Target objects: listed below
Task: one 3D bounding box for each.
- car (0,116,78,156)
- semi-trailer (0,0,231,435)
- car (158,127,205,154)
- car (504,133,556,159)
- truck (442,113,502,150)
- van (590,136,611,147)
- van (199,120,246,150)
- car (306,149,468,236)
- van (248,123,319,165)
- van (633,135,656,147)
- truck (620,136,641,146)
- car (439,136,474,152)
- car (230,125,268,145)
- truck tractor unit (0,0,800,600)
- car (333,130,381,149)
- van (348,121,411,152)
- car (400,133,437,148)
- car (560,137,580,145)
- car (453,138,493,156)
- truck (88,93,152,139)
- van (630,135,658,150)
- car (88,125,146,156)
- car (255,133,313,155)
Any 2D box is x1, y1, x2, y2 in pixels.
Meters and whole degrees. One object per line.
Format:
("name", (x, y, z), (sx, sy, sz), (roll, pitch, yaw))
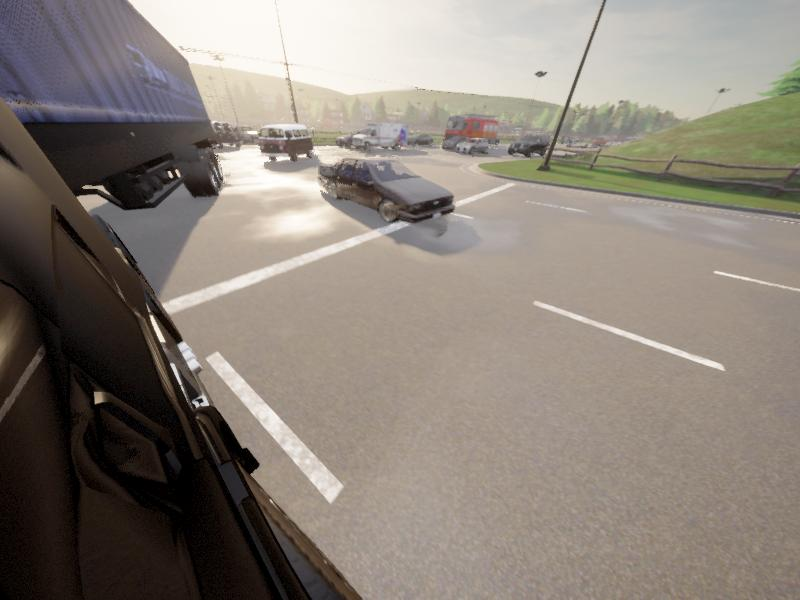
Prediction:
("car", (-23.343, -10.682, 14.983), (1.932, 1.855, 4.605), (-29, 46, -34))
("semi-trailer", (-6.874, -4.428, 5.441), (2.717, 4.402, 14.254), (-16, 41, -22))
("car", (-17.229, -12.604, 18.218), (1.816, 1.474, 4.193), (-29, 47, -34))
("car", (14.076, -16.694, 24.952), (5.566, 2.045, 2.150), (-24, 44, -31))
("truck", (10.137, -23.667, 32.533), (8.468, 3.827, 2.891), (-24, 44, -31))
("van", (45.845, -36.239, 52.816), (4.442, 1.987, 1.775), (-25, 45, -30))
("van", (-16.665, -15.512, 21.652), (2.069, 2.038, 4.480), (-28, 46, -34))
("car", (-0.780, -3.807, 7.497), (2.033, 1.411, 5.357), (-27, 46, -33))
("van", (-7.635, -10.767, 15.841), (2.069, 2.038, 4.480), (5, 37, 4))
("van", (65.375, -42.472, 61.849), (6.366, 2.431, 2.351), (-24, 44, -31))
("truck", (65.210, -44.944, 65.409), (6.274, 2.098, 2.390), (-24, 44, -31))
("car", (6.709, -18.552, 27.443), (3.633, 1.501, 1.845), (-24, 44, -31))
("car", (-17.370, -18.968, 26.523), (2.242, 1.667, 4.611), (-26, 45, -33))
("truck tractor unit", (-2.645, -0.295, 0.352), (6.516, 4.208, 3.053), (28, 44, 30))
("car", (-4.889, -18.637, 26.826), (5.027, 1.651, 2.152), (-26, 45, -32))
("van", (-2.059, -17.550, 24.866), (6.366, 2.431, 2.351), (-27, 45, -33))
("car", (2.550, -22.028, 31.878), (4.792, 1.488, 2.163), (-24, 44, -31))
("car", (42.822, -40.085, 58.103), (4.974, 1.542, 2.038), (-24, 44, -31))
("car", (7.774, -16.332, 24.590), (3.806, 1.475, 1.970), (-24, 44, -31))
("truck", (-33.731, -22.372, 28.338), (2.891, 3.827, 8.468), (-24, 44, -30))
("van", (52.985, -34.252, 50.204), (6.366, 2.431, 2.351), (-24, 44, -31))
("car", (-19.919, -11.344, 16.337), (1.882, 1.535, 5.008), (-29, 47, -35))
("car", (-10.110, -13.978, 20.537), (1.994, 1.385, 4.181), (15, 39, 16))
